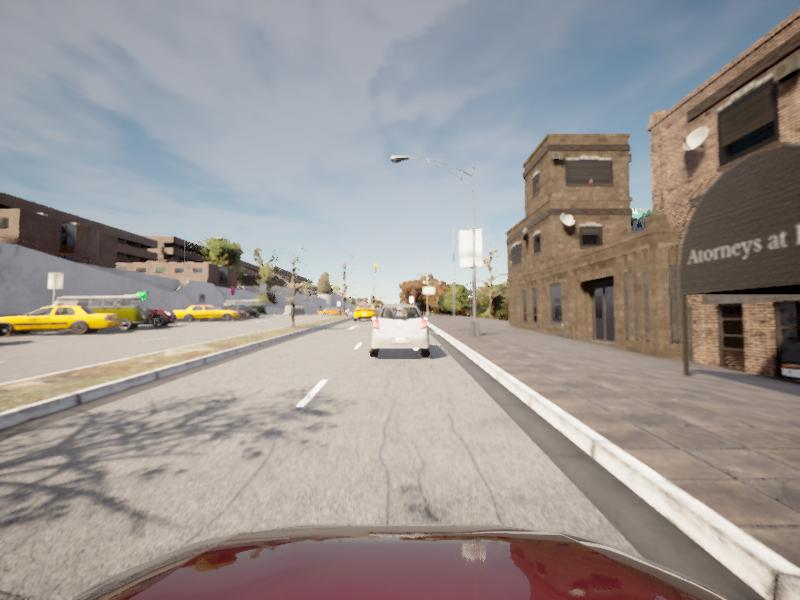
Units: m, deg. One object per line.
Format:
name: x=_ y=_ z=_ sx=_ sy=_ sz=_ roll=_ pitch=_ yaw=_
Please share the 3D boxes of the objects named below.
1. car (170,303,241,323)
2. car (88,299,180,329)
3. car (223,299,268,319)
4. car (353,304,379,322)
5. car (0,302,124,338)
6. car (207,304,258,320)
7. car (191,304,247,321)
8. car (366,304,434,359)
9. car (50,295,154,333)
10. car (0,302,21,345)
car: x=-16.777 y=1.091 z=34.858 sx=5.366 sy=1.575 sz=1.946 roll=-1 pitch=-1 yaw=-20
car: x=-16.986 y=0.878 z=25.850 sx=4.553 sy=1.767 sz=2.185 roll=-1 pitch=-1 yaw=-20
car: x=-16.841 y=0.961 z=43.772 sx=4.442 sy=1.987 sz=1.878 roll=-1 pitch=-1 yaw=-20
car: x=-3.008 y=1.101 z=36.131 sx=1.882 sy=1.535 sz=5.008 roll=0 pitch=-1 yaw=0
car: x=-17.129 y=0.941 z=19.833 sx=5.366 sy=1.575 sz=1.946 roll=-1 pitch=0 yaw=-20
car: x=-16.943 y=1.197 z=40.745 sx=4.674 sy=1.452 sz=2.002 roll=-1 pitch=0 yaw=-20
car: x=-16.952 y=1.167 z=37.771 sx=4.674 sy=1.452 sz=2.002 roll=-1 pitch=-1 yaw=-20
car: x=-0.001 y=0.868 z=12.670 sx=1.845 sy=1.501 sz=3.633 roll=0 pitch=-1 yaw=0
car: x=-16.851 y=0.746 z=22.925 sx=4.442 sy=1.987 sz=1.878 roll=-1 pitch=-1 yaw=-20
car: x=-16.963 y=0.885 z=13.946 sx=5.008 sy=1.535 sz=2.097 roll=-1 pitch=-1 yaw=-20
